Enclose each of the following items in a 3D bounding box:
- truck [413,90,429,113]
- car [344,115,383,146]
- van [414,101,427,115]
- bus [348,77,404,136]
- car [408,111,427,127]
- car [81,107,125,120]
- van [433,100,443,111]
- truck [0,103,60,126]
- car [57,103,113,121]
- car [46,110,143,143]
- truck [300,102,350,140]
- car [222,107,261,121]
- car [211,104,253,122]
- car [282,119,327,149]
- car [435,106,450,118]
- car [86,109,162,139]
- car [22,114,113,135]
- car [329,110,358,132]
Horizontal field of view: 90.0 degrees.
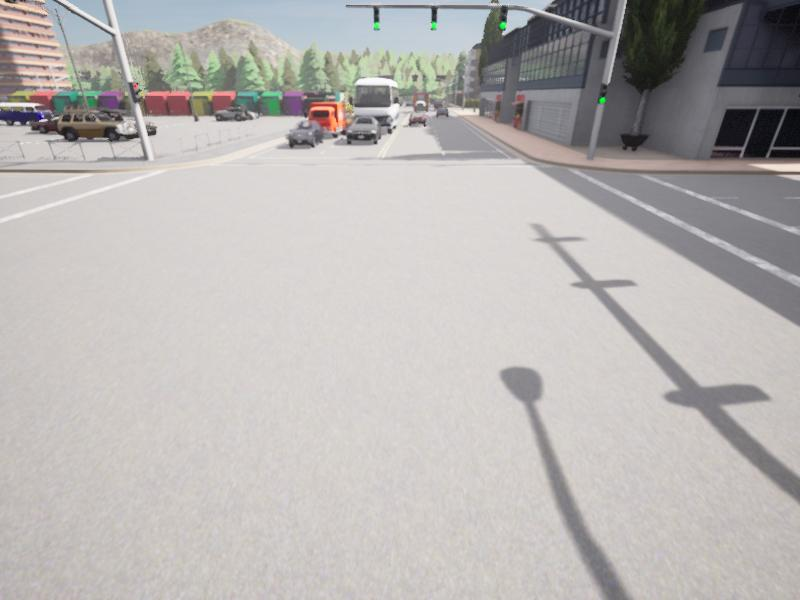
[{"bbox_3d":[4.093,-38.494,77.404,2.891,3.827,8.468,2,27,3],"label":"truck"},{"bbox_3d":[-2.485,-12.130,28.459,2.152,1.651,5.027,1,27,1],"label":"car"},{"bbox_3d":[3.553,-33.317,69.288,2.069,2.038,4.480,2,27,3],"label":"van"},{"bbox_3d":[-1.838,-17.789,36.604,3.944,4.253,10.273,2,27,3],"label":"bus"},{"bbox_3d":[1.971,-19.990,44.138,1.895,1.301,4.718,2,27,3],"label":"car"},{"bbox_3d":[-37.063,-23.366,50.052,3.905,1.438,1.784,1,27,1],"label":"car"},{"bbox_3d":[8.020,-41.193,84.692,1.775,1.987,4.442,2,27,3],"label":"van"},{"bbox_3d":[-37.402,-18.563,40.030,4.478,2.038,2.069,1,27,1],"label":"truck"},{"bbox_3d":[-37.214,-22.231,47.382,4.605,1.855,1.932,1,27,1],"label":"car"},{"bbox_3d":[-20.391,-11.695,26.926,4.605,1.855,1.932,1,27,1],"label":"car"},{"bbox_3d":[-5.781,-14.351,31.844,2.627,2.467,5.204,1,27,3],"label":"truck"},{"bbox_3d":[-19.604,-23.082,49.633,3.806,1.475,1.970,1,27,1],"label":"car"},{"bbox_3d":[-19.701,-21.973,46.949,3.866,1.878,1.905,1,27,1],"label":"car"},{"bbox_3d":[-6.089,-10.832,26.019,1.845,1.501,3.633,1,27,2],"label":"car"},{"bbox_3d":[6.502,-29.000,61.594,2.033,1.411,5.357,2,27,4],"label":"car"},{"bbox_3d":[-20.250,-13.013,29.499,3.866,1.878,1.905,1,27,1],"label":"car"},{"bbox_3d":[-26.607,-14.144,32.187,5.357,1.415,2.033,1,27,1],"label":"car"},{"bbox_3d":[-5.378,-17.352,38.663,1.801,1.575,5.366,2,27,3],"label":"car"}]
